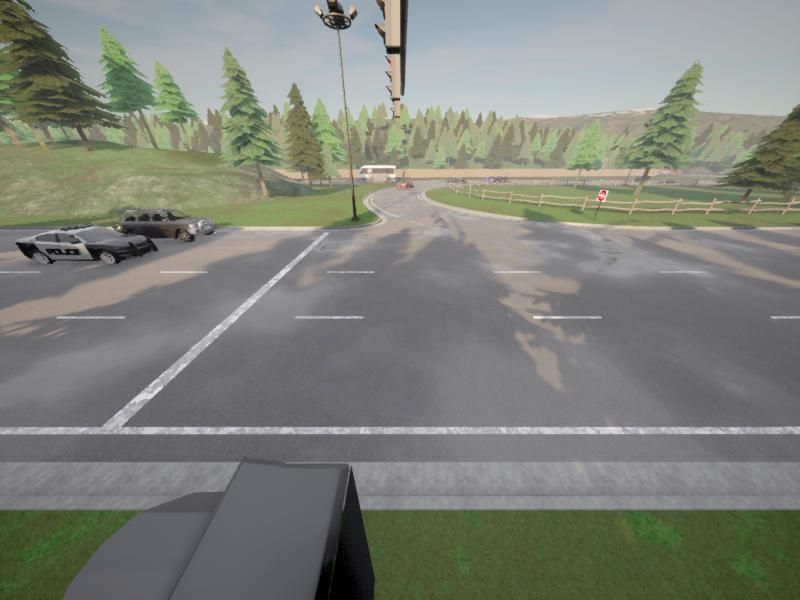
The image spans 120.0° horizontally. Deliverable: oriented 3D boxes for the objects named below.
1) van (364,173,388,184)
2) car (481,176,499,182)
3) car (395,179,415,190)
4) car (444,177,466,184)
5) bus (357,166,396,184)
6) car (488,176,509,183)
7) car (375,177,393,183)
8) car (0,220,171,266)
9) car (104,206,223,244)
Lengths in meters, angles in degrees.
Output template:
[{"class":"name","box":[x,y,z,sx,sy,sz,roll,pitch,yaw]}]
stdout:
[{"class":"van","box":[-6.137,-31.849,60.631,5.915,2.561,1.988,0,30,0]},{"class":"car","box":[27.146,-36.688,70.096,4.514,1.525,2.007,0,30,0]},{"class":"car","box":[1.006,-24.008,47.916,2.242,1.667,4.611,15,34,25]},{"class":"car","box":[14.523,-31.495,60.917,5.238,1.638,1.930,0,30,0]},{"class":"bus","box":[-6.217,-34.278,63.125,10.273,4.253,3.944,0,30,0]},{"class":"car","box":[27.232,-33.371,63.929,4.605,1.855,1.932,0,30,0]},{"class":"car","box":[-4.704,-34.830,66.993,5.027,1.651,2.152,0,30,0]},{"class":"car","box":[-14.996,-2.797,11.209,5.238,1.638,1.930,0,30,0]},{"class":"car","box":[-14.193,-4.651,14.180,4.605,1.855,1.932,0,30,0]}]
